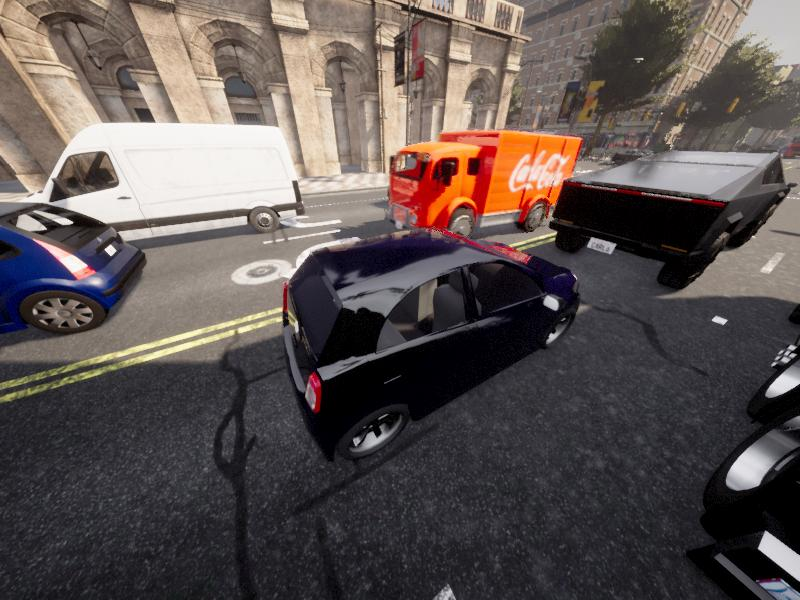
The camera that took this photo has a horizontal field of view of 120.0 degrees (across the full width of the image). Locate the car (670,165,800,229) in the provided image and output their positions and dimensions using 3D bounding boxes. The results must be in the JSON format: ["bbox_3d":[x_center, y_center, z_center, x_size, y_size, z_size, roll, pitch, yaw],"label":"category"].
[{"bbox_3d":[12.255,-3.857,8.333,3.806,1.475,1.970,-18,39,-25],"label":"car"}]

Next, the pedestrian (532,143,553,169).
[{"bbox_3d":[12.405,-12.549,20.167,0.751,1.860,0.751,-14,37,-19],"label":"pedestrian"}]

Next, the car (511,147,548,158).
[{"bbox_3d":[20.498,-23.492,36.740,1.895,1.301,4.718,-18,39,-24],"label":"car"}]

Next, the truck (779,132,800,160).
[{"bbox_3d":[63.840,-24.218,35.892,8.468,3.827,2.891,-18,39,-25],"label":"truck"}]

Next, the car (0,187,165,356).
[{"bbox_3d":[-6.145,-0.215,2.854,3.988,1.617,1.851,-18,39,-24],"label":"car"}]

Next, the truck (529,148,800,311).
[{"bbox_3d":[6.360,-2.163,5.312,6.274,2.098,2.390,-18,39,-24],"label":"truck"}]

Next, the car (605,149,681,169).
[{"bbox_3d":[25.229,-14.888,24.233,2.128,1.511,4.902,-18,39,-24],"label":"car"}]

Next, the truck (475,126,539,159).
[{"bbox_3d":[16.315,-24.684,36.205,2.891,3.827,8.468,-18,39,-24],"label":"truck"}]

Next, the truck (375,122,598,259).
[{"bbox_3d":[2.258,-3.271,6.588,5.204,2.467,2.627,-17,38,-25],"label":"truck"}]

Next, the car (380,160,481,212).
[{"bbox_3d":[1.252,-4.889,9.688,3.633,1.501,1.845,-18,39,-24],"label":"car"}]

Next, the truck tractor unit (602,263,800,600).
[{"bbox_3d":[5.107,-0.305,0.785,6.516,4.208,3.053,-18,39,-24],"label":"truck tractor unit"}]

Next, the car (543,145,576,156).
[{"bbox_3d":[29.460,-27.794,42.854,1.812,1.442,4.674,-18,39,-24],"label":"car"}]

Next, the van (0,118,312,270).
[{"bbox_3d":[-5.825,-3.006,6.048,5.915,2.561,1.988,-18,39,-24],"label":"van"}]

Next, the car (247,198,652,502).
[{"bbox_3d":[0.565,-0.045,2.727,3.633,1.501,1.845,-18,39,-24],"label":"car"}]

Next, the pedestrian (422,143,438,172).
[{"bbox_3d":[2.334,-11.138,18.068,0.751,1.860,0.751,-23,41,-30],"label":"pedestrian"}]
